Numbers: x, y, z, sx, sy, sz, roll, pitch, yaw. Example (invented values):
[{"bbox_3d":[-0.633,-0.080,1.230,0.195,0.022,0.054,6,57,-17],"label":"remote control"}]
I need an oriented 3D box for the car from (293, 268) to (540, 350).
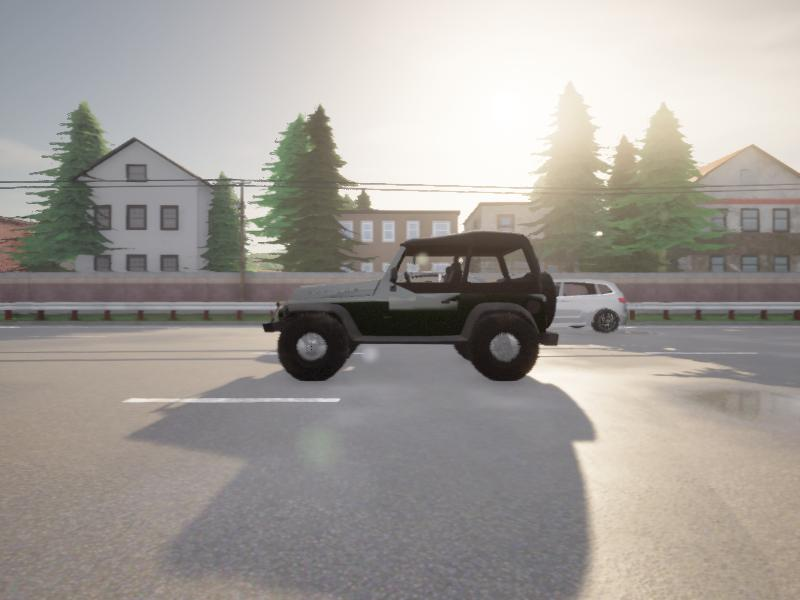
[{"bbox_3d":[0.339,0.180,9.199,5.027,1.651,2.152,0,0,0],"label":"car"}]

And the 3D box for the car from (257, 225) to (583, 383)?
[{"bbox_3d":[0.236,0.046,5.701,3.866,1.878,1.905,0,0,0],"label":"car"}]

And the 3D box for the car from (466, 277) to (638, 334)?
[{"bbox_3d":[4.574,0.156,12.701,4.611,1.667,2.242,0,0,0],"label":"car"}]
